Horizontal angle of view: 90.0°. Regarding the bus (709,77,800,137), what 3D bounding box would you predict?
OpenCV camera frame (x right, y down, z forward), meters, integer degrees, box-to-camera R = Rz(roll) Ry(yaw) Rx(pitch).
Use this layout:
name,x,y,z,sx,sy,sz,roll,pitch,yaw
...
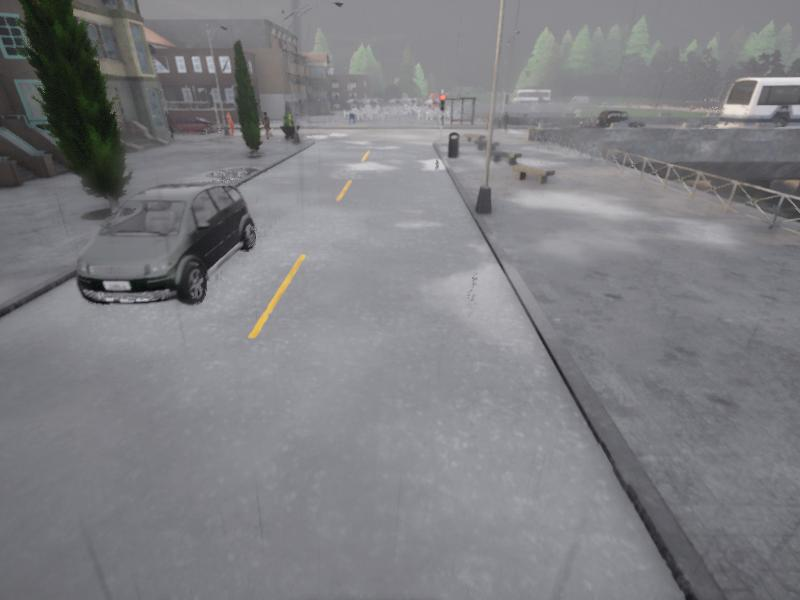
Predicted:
name,x,y,z,sx,sy,sz,roll,pitch,yaw
bus,33.106,-16.173,33.442,10.273,4.253,3.944,0,27,2

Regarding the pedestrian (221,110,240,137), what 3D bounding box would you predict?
name,x,y,z,sx,sy,sz,roll,pitch,yaw
pedestrian,-13.121,-13.700,31.027,0.751,1.860,0.751,22,34,36

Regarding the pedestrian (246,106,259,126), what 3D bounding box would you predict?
name,x,y,z,sx,sy,sz,roll,pitch,yaw
pedestrian,-15.247,-19.009,41.372,0.751,1.860,0.751,18,32,31

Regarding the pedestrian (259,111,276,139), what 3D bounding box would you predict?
name,x,y,z,sx,sy,sz,roll,pitch,yaw
pedestrian,-9.671,-12.787,29.241,0.751,1.860,0.751,-1,27,-1

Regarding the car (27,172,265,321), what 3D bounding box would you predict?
name,x,y,z,sx,sy,sz,roll,pitch,yaw
car,-4.048,-1.217,7.303,1.789,1.549,3.705,0,27,0

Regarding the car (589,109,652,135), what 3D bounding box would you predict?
name,x,y,z,sx,sy,sz,roll,pitch,yaw
car,18.519,-15.018,33.794,3.866,1.878,1.905,-1,27,-1

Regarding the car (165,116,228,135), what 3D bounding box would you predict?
name,x,y,z,sx,sy,sz,roll,pitch,yaw
car,-17.358,-14.993,34.370,4.181,1.385,1.994,0,27,1

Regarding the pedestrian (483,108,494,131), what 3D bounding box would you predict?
name,x,y,z,sx,sy,sz,roll,pitch,yaw
pedestrian,8.275,-16.917,37.487,0.751,1.860,0.751,6,28,12

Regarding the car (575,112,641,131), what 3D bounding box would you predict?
name,x,y,z,sx,sy,sz,roll,pitch,yaw
car,19.376,-16.692,37.467,4.902,1.511,2.128,1,27,1

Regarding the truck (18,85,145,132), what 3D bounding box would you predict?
name,x,y,z,sx,sy,sz,roll,pitch,yaw
truck,-29.467,-17.964,37.487,8.468,3.827,2.891,0,27,0

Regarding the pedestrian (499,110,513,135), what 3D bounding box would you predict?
name,x,y,z,sx,sy,sz,roll,pitch,yaw
pedestrian,8.861,-14.832,33.424,0.751,1.860,0.751,-3,27,-6

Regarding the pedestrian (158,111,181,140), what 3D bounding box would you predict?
name,x,y,z,sx,sy,sz,roll,pitch,yaw
pedestrian,-16.542,-12.532,28.777,0.751,1.860,0.751,6,28,12
